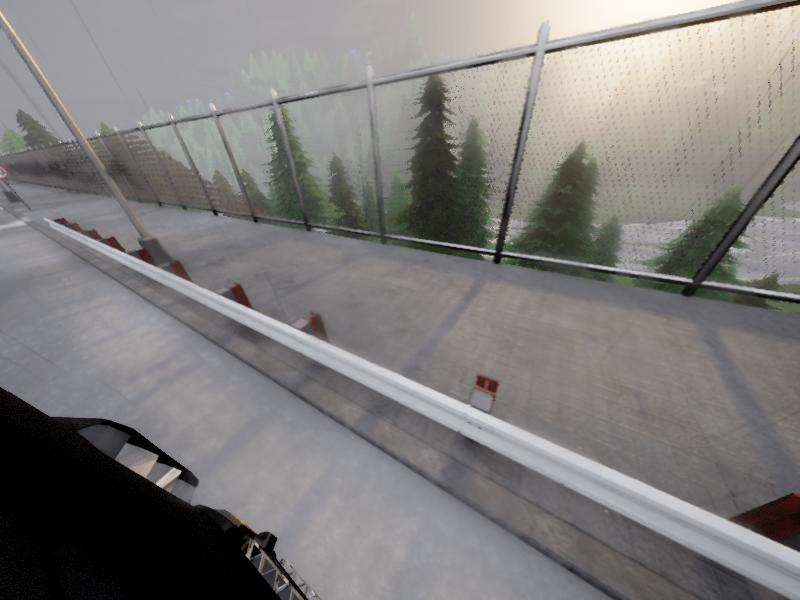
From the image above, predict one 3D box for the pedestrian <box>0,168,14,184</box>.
[{"bbox_3d":[-54.209,-16.923,31.453,0.751,1.860,0.751,15,37,24],"label":"pedestrian"}]
